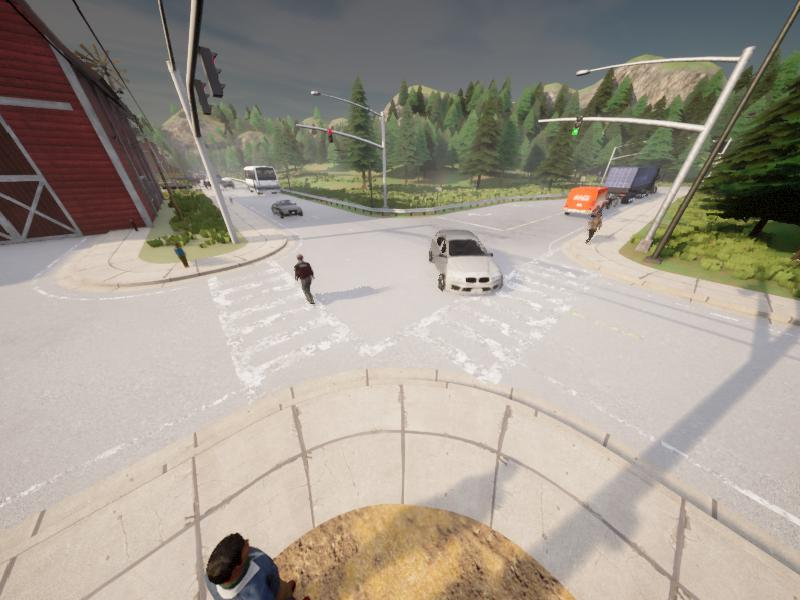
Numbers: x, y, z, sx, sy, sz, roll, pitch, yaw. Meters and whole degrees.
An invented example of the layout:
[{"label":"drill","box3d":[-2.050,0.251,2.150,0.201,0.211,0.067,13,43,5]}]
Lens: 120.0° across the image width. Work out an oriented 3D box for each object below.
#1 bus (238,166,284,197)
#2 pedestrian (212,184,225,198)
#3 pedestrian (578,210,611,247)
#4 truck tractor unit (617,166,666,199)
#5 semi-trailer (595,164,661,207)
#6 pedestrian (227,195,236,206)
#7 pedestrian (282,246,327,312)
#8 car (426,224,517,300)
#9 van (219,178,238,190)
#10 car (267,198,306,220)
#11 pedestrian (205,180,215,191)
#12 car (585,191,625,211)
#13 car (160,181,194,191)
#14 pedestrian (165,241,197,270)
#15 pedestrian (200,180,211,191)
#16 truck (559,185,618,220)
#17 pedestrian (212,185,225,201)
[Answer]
[{"label":"bus","box3d":[-24.512,-20.990,40.454,3.944,4.253,10.273,-22,37,-33]},{"label":"pedestrian","box3d":[-26.536,-15.971,33.797,0.751,1.860,0.751,24,38,35]},{"label":"pedestrian","box3d":[10.945,-4.053,13.100,0.751,1.860,0.751,13,33,22]},{"label":"truck tractor unit","box3d":[37.245,-18.221,35.642,6.516,4.208,3.053,-22,37,-33]},{"label":"semi-trailer","box3d":[31.130,-15.800,31.242,14.254,4.402,2.717,-22,37,-34]},{"label":"pedestrian","box3d":[-19.858,-11.711,27.179,0.500,1.100,0.500,-21,36,-31]},{"label":"pedestrian","box3d":[-3.085,-0.686,7.578,0.751,1.860,0.751,26,39,37]},{"label":"car","box3d":[2.600,-1.884,9.914,2.242,1.667,4.611,-2,30,-2]},{"label":"van","box3d":[-36.035,-24.361,48.507,2.069,2.038,4.480,-22,37,-33]},{"label":"car","box3d":[-11.084,-8.948,22.479,1.994,1.385,4.181,-22,37,-33]},{"label":"pedestrian","box3d":[-36.158,-21.886,44.042,0.751,1.860,0.751,23,37,35]},{"label":"car","box3d":[23.813,-11.551,26.810,4.902,1.511,2.128,-22,37,-33]},{"label":"car","box3d":[-45.444,-23.247,47.133,4.792,1.488,2.163,-24,37,-35]},{"label":"pedestrian","box3d":[-9.681,-1.971,10.255,0.500,1.100,0.500,9,31,15]},{"label":"pedestrian","box3d":[-36.994,-21.842,43.966,0.751,1.860,0.751,19,35,29]},{"label":"truck","box3d":[18.192,-9.531,22.327,5.204,2.467,2.627,-23,37,-34]},{"label":"pedestrian","box3d":[-24.222,-14.242,30.803,0.751,1.860,0.751,-23,37,-34]}]
